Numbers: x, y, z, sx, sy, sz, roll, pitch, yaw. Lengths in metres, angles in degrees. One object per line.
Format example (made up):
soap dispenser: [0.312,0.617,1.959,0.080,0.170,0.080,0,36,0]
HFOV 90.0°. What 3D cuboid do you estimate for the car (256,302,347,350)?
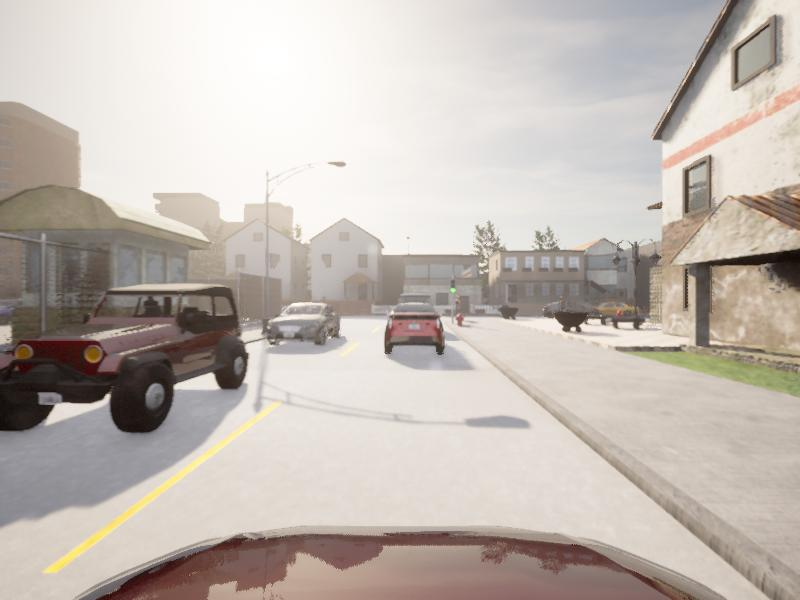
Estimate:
car: [-3.477,0.858,15.238,2.128,1.511,4.902,0,0,2]

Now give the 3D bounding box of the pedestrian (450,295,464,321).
pedestrian: [4.203,0.563,29.577,0.751,1.860,0.751,0,0,-25]

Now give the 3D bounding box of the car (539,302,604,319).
car: [14.989,0.906,35.160,4.792,1.488,2.163,0,0,2]

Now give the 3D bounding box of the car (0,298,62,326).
car: [-24.685,0.720,25.481,2.242,1.667,4.611,0,0,2]

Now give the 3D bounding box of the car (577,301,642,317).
car: [20.356,0.863,39.032,5.366,1.575,1.801,0,0,1]

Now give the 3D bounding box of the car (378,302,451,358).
car: [0.479,0.848,13.344,2.007,1.525,4.514,0,0,2]

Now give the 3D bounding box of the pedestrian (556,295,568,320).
pedestrian: [12.601,0.573,31.100,0.751,1.860,0.751,0,0,8]

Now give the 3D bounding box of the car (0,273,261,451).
car: [-3.829,0.654,6.174,1.905,1.878,3.866,0,0,2]

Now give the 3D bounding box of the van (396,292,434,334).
van: [0.783,0.630,21.150,1.775,1.987,4.442,0,0,2]
